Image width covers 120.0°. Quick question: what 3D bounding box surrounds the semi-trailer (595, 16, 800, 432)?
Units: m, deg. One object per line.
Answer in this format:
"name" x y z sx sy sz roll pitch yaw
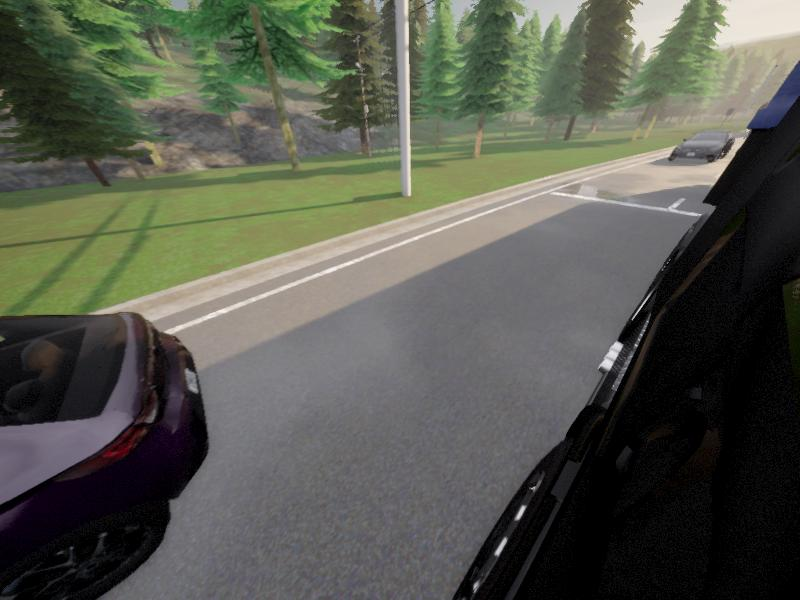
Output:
"semi-trailer" 8.864 -3.474 4.075 14.254 4.402 2.717 -26 42 -28

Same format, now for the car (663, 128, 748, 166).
"car" 17.721 -8.944 13.396 4.674 1.442 1.812 -23 41 -25

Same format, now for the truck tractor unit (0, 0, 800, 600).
"truck tractor unit" 2.645 -0.295 0.352 6.516 4.208 3.053 -28 44 -30

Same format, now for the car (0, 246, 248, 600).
"car" -3.353 1.391 0.788 4.193 1.474 1.816 -30 44 -31

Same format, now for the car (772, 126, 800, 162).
"car" 22.470 -8.529 12.423 3.705 1.549 1.789 -23 41 -26

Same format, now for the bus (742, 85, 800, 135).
"bus" 46.744 -22.629 27.617 10.273 4.253 3.944 -23 41 -25

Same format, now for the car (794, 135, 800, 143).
"car" 35.349 -14.059 19.205 4.181 1.385 1.994 -24 41 -26
